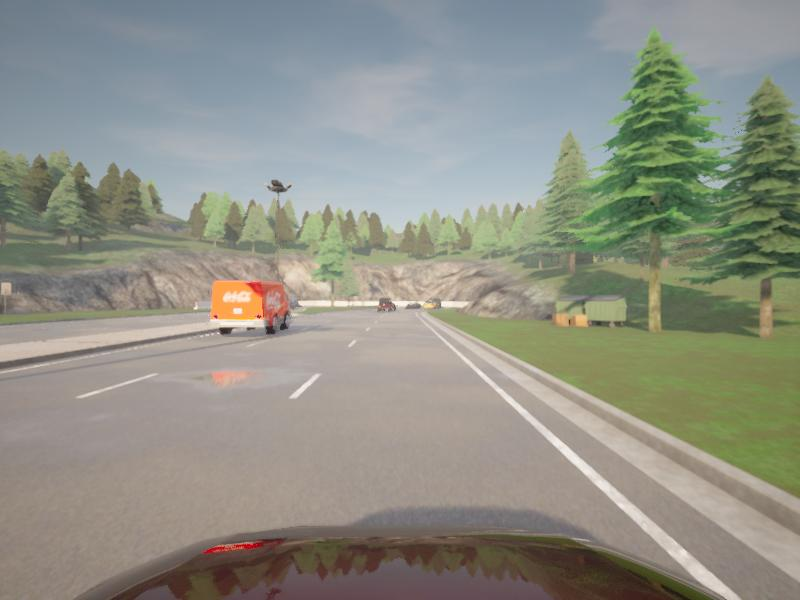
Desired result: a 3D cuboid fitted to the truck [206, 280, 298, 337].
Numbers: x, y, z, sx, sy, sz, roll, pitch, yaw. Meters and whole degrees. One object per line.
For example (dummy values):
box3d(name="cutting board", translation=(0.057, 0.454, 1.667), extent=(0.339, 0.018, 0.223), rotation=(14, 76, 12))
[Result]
box3d(name="truck", translation=(-7.001, 0.364, 19.769), extent=(2.627, 2.467, 5.204), rotation=(0, 0, 0))

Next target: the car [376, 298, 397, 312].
box3d(name="car", translation=(-1.789, 0.667, 55.149), extent=(1.905, 1.878, 3.866), rotation=(0, 0, 14))

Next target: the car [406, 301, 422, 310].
box3d(name="car", translation=(2.427, 0.923, 70.158), extent=(1.970, 1.475, 3.806), rotation=(0, 0, 16))

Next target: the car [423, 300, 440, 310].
box3d(name="car", translation=(5.374, 0.828, 67.866), extent=(1.801, 1.575, 5.366), rotation=(0, 0, 16))
